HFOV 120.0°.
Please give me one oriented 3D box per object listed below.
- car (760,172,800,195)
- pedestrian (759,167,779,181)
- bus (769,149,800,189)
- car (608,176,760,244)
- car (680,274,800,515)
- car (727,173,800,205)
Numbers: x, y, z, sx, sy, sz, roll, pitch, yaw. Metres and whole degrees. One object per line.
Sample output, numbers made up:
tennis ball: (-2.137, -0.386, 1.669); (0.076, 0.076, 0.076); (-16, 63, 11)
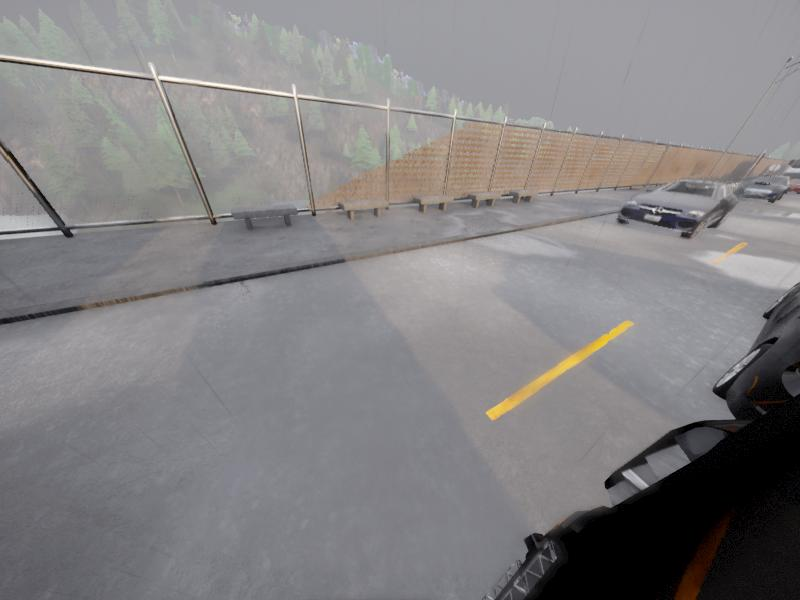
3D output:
car: (38.368, -11.529, 22.701); (4.611, 1.667, 2.242); (-16, 38, -26)
pedestrian: (57.195, -19.529, 35.776); (0.751, 1.860, 0.751); (-16, 38, -26)
bus: (51.831, -16.347, 28.645); (10.273, 4.253, 3.944); (-16, 38, -26)
car: (10.720, -3.626, 8.748); (5.027, 1.651, 2.152); (-16, 38, -26)
car: (5.342, 0.498, 2.209); (5.008, 1.535, 1.882); (-16, 38, -26)
car: (26.328, -8.076, 16.633); (4.856, 1.649, 2.033); (-15, 38, -26)
